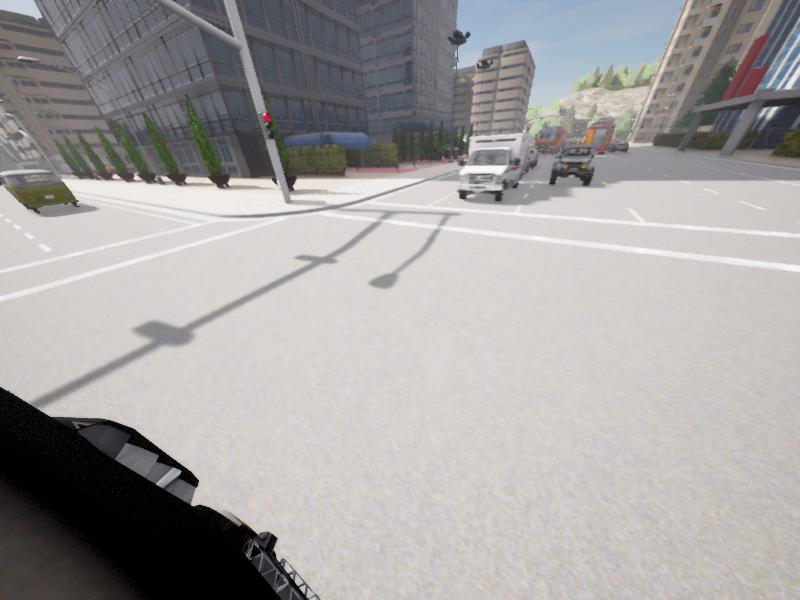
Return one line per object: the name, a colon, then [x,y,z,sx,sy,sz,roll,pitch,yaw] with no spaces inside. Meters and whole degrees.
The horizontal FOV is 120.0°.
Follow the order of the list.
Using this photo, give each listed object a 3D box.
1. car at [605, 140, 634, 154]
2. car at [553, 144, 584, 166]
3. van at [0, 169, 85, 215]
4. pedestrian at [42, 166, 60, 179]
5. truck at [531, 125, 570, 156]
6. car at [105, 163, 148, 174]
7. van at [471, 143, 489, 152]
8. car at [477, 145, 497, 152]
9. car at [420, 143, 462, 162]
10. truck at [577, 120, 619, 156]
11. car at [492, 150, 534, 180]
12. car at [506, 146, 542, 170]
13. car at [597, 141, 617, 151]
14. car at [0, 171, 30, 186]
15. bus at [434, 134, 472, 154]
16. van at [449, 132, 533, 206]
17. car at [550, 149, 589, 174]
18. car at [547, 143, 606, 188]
car: [33.030,-23.133,34.902,2.128,1.511,4.902,16,38,26]
car: [16.708,-14.553,23.111,1.930,1.638,5.238,15,38,25]
van: [-20.653,-6.264,13.175,4.442,1.987,1.775,16,38,26]
pedestrian: [-59.944,-21.896,39.696,0.751,1.860,0.751,7,35,15]
truck: [25.264,-26.632,38.673,2.891,3.827,8.468,24,42,34]
car: [-56.606,-27.375,47.935,1.930,1.638,5.238,16,38,26]
van: [23.966,-45.728,69.196,4.442,1.987,1.775,16,38,26]
car: [24.789,-43.044,65.548,4.792,1.488,2.163,16,38,26]
car: [6.409,-23.085,36.083,6.274,2.098,2.390,-19,37,-23]
truck: [28.714,-23.703,33.998,2.891,3.827,8.468,16,38,26]
car: [8.504,-10.143,17.192,1.882,1.535,5.008,16,38,26]
car: [11.755,-13.480,21.848,2.242,1.667,4.611,16,38,26]
car: [39.161,-29.258,43.786,1.994,1.385,4.181,16,38,26]
car: [-56.388,-17.175,32.746,2.007,1.525,4.514,-17,36,-18]
bus: [15.707,-46.862,69.490,10.273,4.253,3.944,16,38,26]
van: [4.755,-6.747,11.559,2.351,2.431,6.366,16,38,26]
car: [13.276,-10.956,18.203,1.994,1.385,4.181,17,38,27]
car: [9.855,-7.750,13.165,1.905,1.878,3.866,16,38,26]
